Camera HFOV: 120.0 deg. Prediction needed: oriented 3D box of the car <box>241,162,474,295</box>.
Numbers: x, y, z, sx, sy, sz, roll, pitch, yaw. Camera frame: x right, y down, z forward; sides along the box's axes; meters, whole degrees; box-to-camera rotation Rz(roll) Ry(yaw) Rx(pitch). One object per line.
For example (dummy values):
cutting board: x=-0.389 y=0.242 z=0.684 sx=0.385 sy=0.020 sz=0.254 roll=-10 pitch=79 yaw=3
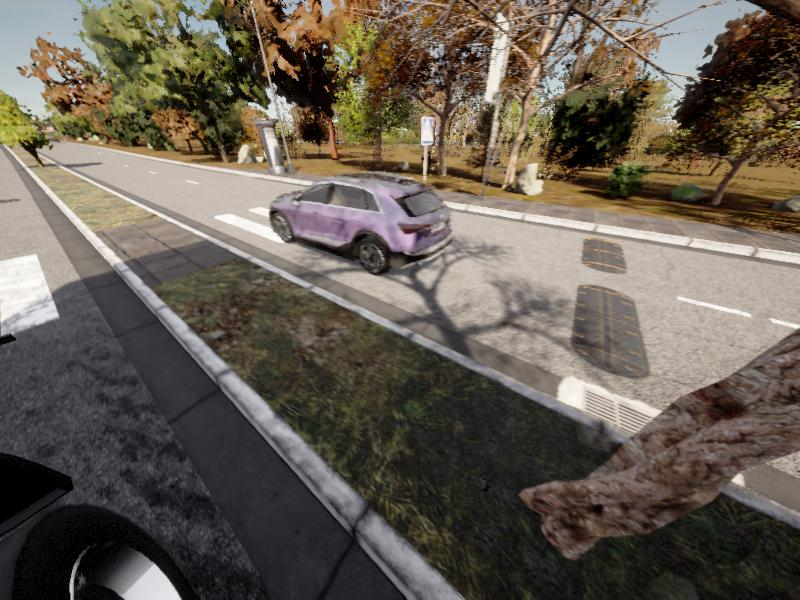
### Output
car: x=-1.139 y=-2.053 z=5.398 sx=4.856 sy=1.649 sz=2.033 roll=22 pitch=41 yaw=28
